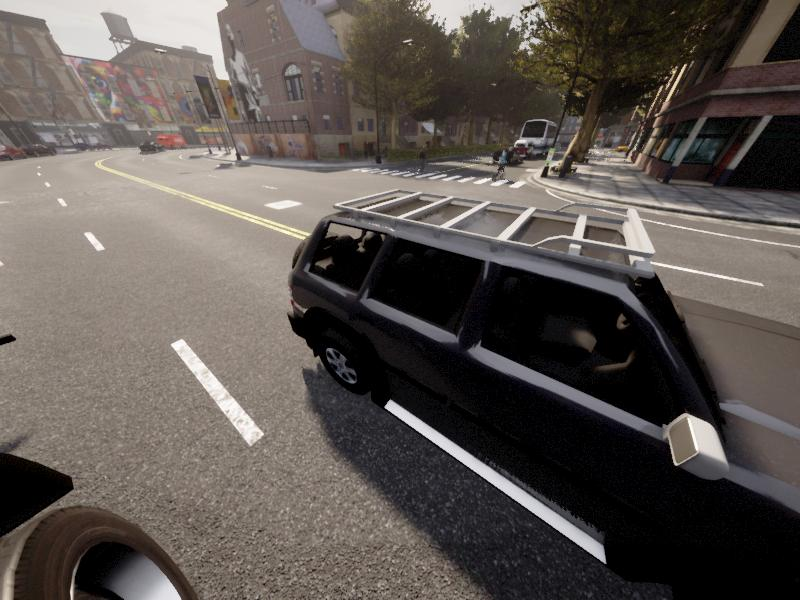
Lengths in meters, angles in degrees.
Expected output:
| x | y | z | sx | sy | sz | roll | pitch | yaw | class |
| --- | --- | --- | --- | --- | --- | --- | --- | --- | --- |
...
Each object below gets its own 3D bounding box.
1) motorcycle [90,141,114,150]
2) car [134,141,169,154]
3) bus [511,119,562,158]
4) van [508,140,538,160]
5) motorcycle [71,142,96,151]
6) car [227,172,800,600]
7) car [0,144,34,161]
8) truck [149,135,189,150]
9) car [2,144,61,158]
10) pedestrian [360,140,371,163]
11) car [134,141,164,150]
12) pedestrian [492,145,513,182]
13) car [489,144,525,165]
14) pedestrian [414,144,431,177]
| x | y | z | sx | sy | sz | roll | pitch | yaw | class |
| --- | --- | --- | --- | --- | --- | --- | --- | --- | --- |
| -54.818 | -28.420 | 42.535 | 2.356 | 1.277 | 0.764 | -29 | 45 | -35 | motorcycle |
| -40.443 | -25.063 | 37.793 | 1.930 | 1.638 | 5.238 | -12 | 37 | -17 | car |
| 20.859 | -24.441 | 35.067 | 3.944 | 4.253 | 10.273 | 23 | 41 | 28 | bus |
| 15.904 | -19.434 | 29.846 | 2.069 | 2.038 | 4.480 | 22 | 41 | 28 | van |
| -54.762 | -26.654 | 40.027 | 2.209 | 1.251 | 0.867 | -29 | 45 | -35 | motorcycle |
| 1.025 | 0.232 | 1.962 | 4.605 | 1.855 | 1.932 | 23 | 41 | 28 | car |
| -44.057 | -16.431 | 25.672 | 2.002 | 1.452 | 4.674 | -21 | 41 | -28 | car |
| -46.536 | -31.968 | 46.830 | 2.627 | 2.467 | 5.204 | -2 | 35 | -3 | truck |
| -47.092 | -19.179 | 29.682 | 1.895 | 1.301 | 4.718 | -15 | 38 | -20 | car |
| -3.393 | -14.773 | 22.944 | 0.751 | 1.860 | 0.751 | 7 | 36 | 9 | pedestrian |
| -49.952 | -30.847 | 46.155 | 1.970 | 1.475 | 3.806 | -4 | 35 | -6 | car |
| 6.252 | -8.324 | 14.119 | 0.751 | 1.860 | 0.751 | 12 | 37 | 16 | pedestrian |
| 11.676 | -15.867 | 25.098 | 1.930 | 1.638 | 5.238 | 22 | 41 | 28 | car |
| 1.551 | -9.688 | 16.024 | 0.751 | 1.860 | 0.751 | 22 | 41 | 28 | pedestrian |
